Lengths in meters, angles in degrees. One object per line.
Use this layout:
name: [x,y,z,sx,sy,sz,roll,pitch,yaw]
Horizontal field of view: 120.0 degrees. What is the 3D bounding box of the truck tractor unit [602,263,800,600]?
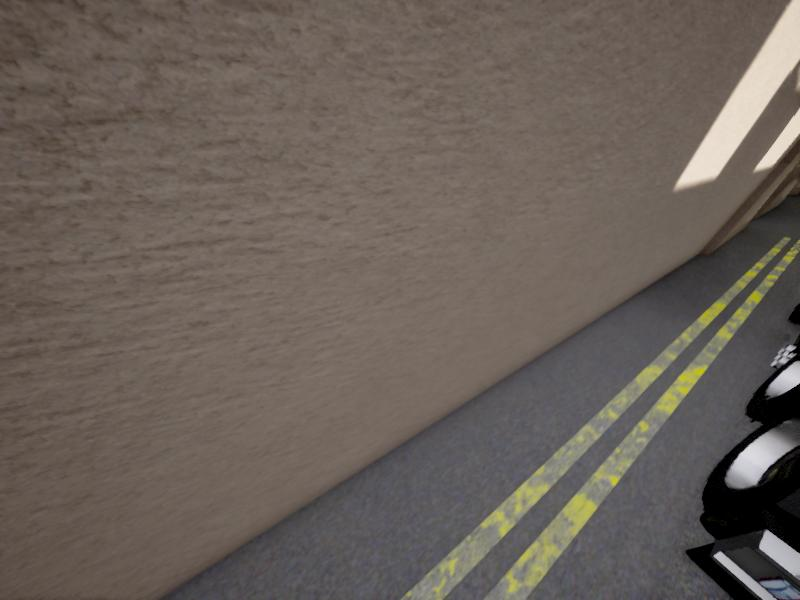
truck tractor unit: [5.113,-0.298,0.786,6.516,4.208,3.053,-18,39,-24]
